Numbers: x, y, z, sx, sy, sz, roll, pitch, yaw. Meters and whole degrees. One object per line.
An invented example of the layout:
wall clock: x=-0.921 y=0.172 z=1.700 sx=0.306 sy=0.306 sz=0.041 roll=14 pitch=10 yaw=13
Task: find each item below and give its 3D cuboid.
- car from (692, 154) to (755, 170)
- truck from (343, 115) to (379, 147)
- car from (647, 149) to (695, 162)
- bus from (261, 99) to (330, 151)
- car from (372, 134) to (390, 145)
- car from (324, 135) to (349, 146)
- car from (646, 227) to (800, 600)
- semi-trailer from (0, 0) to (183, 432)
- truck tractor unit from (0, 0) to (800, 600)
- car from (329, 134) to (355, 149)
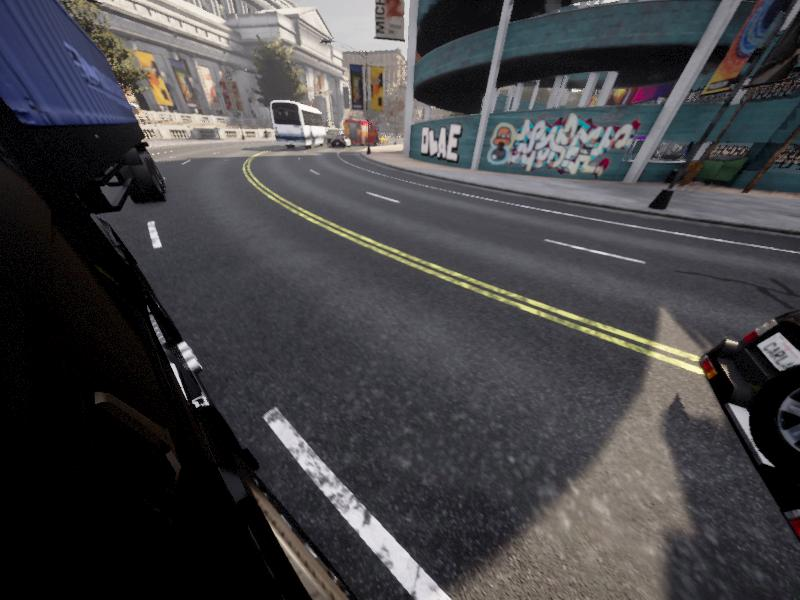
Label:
car: x=42.943 y=-18.444 z=30.811 sx=4.718 sy=1.301 sz=1.895 roll=11 pitch=37 yaw=11
truck: x=-6.219 y=-28.387 z=38.995 sx=2.891 sy=3.827 sz=8.468 roll=11 pitch=37 yaw=10
car: x=46.491 y=-24.870 z=39.802 sx=4.786 sy=1.482 sz=2.161 roll=11 pitch=37 yaw=11
bus: x=-12.104 y=-21.394 z=28.607 sx=3.944 sy=4.253 sz=10.273 roll=2 pitch=36 yaw=-2
car: x=-3.762 y=-32.647 z=46.926 sx=1.801 sy=1.575 sz=5.366 roll=11 pitch=37 yaw=11
car: x=-10.355 y=-26.338 z=38.033 sx=1.895 sy=1.301 sz=4.718 roll=10 pitch=37 yaw=9
car: x=4.428 y=1.344 z=0.612 sx=4.605 sy=1.855 sz=1.932 roll=22 pitch=40 yaw=24
semi-trailer: x=-7.881 y=-4.032 z=4.928 sx=2.717 sy=4.402 sz=14.254 roll=-24 pitch=44 yaw=-32
truck tractor unit: x=-2.645 y=-0.295 z=0.351 sx=6.516 sy=4.208 sz=3.053 roll=28 pitch=44 yaw=30
car: x=-8.113 y=-22.544 z=32.788 sx=2.038 sy=1.542 sz=4.974 roll=6 pitch=36 yaw=4
